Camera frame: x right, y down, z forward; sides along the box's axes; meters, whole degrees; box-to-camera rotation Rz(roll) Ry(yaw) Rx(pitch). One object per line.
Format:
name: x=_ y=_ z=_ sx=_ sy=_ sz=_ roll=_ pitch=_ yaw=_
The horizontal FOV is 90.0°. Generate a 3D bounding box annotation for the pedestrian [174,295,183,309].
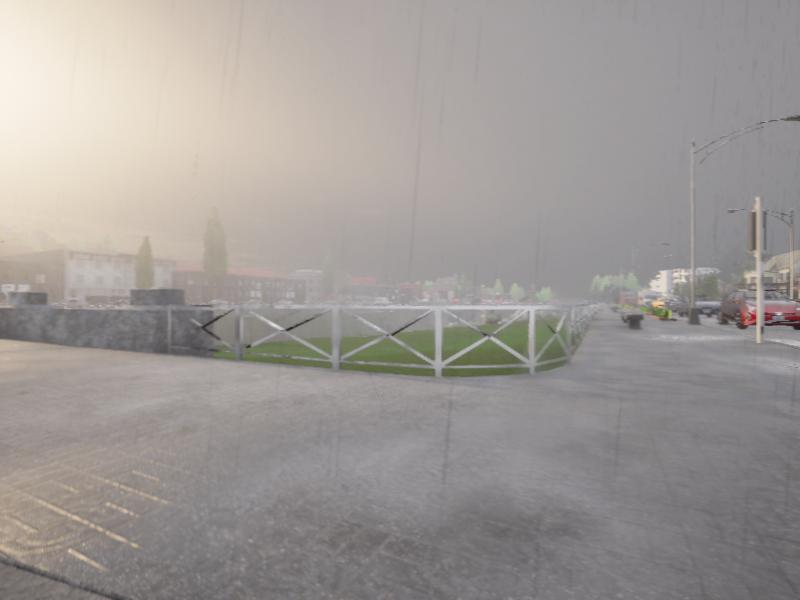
pedestrian: x=-28.523 y=0.236 z=51.539 sx=0.751 sy=1.860 sz=0.751 roll=0 pitch=0 yaw=34

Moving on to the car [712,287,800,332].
car: x=14.347 y=0.344 z=16.080 sx=2.007 sy=1.525 sz=4.514 roll=0 pitch=0 yaw=27

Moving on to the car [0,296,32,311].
car: x=-44.767 y=0.427 z=44.664 sx=2.152 sy=1.651 sz=5.027 roll=0 pitch=0 yaw=27

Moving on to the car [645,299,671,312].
car: x=29.304 y=0.611 z=45.548 sx=1.994 sy=1.385 sz=4.181 roll=0 pitch=0 yaw=27

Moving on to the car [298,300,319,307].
car: x=-20.962 y=0.770 z=91.600 sx=1.882 sy=1.535 sz=5.008 roll=0 pitch=0 yaw=27

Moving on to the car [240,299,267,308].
car: x=-28.233 y=0.624 z=77.264 sx=2.033 sy=1.649 sz=4.856 roll=0 pitch=0 yaw=27

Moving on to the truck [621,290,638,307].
truck: x=54.406 y=-0.304 z=95.012 sx=2.891 sy=3.827 sz=8.468 roll=0 pitch=0 yaw=27

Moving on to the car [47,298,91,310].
car: x=-41.792 y=0.537 z=50.528 sx=1.970 sy=1.475 sz=3.806 roll=0 pitch=0 yaw=27

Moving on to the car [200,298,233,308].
car: x=-31.967 y=0.579 z=69.901 sx=1.930 sy=1.638 sz=5.238 roll=0 pitch=0 yaw=27

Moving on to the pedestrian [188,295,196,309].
pedestrian: x=-29.206 y=0.260 z=56.171 sx=0.751 sy=1.860 sz=0.751 roll=0 pitch=0 yaw=40

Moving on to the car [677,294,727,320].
car: x=19.177 y=0.430 z=25.590 sx=1.816 sy=1.474 sz=4.193 roll=0 pitch=0 yaw=27

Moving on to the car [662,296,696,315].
car: x=23.007 y=0.452 z=33.143 sx=1.845 sy=1.501 sz=3.633 roll=0 pitch=-1 yaw=27

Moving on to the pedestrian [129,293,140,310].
pedestrian: x=-30.171 y=0.198 z=45.477 sx=0.751 sy=1.860 sz=0.751 roll=0 pitch=0 yaw=24

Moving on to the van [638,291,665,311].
van: x=32.629 y=0.124 z=52.103 sx=2.351 sy=2.431 sz=6.366 roll=0 pitch=0 yaw=27
